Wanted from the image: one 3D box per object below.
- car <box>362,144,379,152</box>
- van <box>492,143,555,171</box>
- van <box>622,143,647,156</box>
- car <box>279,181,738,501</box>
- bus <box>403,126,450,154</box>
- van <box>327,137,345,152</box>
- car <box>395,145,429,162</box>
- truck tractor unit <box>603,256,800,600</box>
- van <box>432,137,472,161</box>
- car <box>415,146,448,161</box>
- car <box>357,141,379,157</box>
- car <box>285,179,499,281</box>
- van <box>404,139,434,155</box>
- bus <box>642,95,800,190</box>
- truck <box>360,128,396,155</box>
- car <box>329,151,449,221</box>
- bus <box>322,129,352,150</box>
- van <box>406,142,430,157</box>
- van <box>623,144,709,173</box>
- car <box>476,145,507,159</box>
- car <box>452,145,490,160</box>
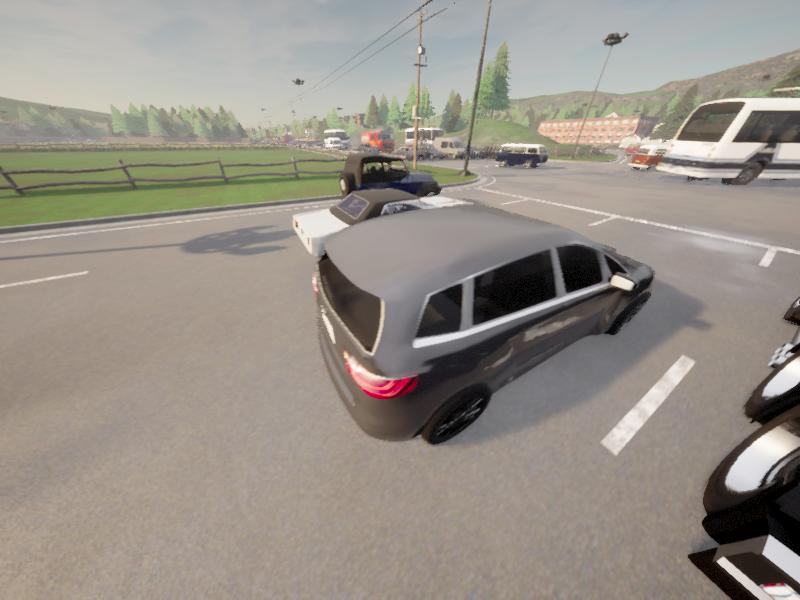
[{"bbox_3d":[-6.728,-34.609,52.460,1.812,1.442,4.674,-18,39,-25],"label":"car"},{"bbox_3d":[11.586,-13.714,22.050,2.069,2.038,4.480,-26,42,-32],"label":"van"},{"bbox_3d":[43.316,-27.949,42.846,1.775,1.987,4.442,17,38,22],"label":"van"},{"bbox_3d":[1.275,-0.315,3.014,4.611,1.667,2.242,-17,38,-23],"label":"car"},{"bbox_3d":[4.996,-32.358,46.868,3.944,4.253,10.273,-18,39,-25],"label":"bus"},{"bbox_3d":[-14.258,-34.513,51.298,1.988,2.561,5.915,-18,39,-25],"label":"van"},{"bbox_3d":[1.436,-18.864,29.688,2.242,1.667,4.611,-18,39,-25],"label":"car"},{"bbox_3d":[5.100,-0.311,0.801,6.516,4.208,3.053,-19,39,-25],"label":"truck tractor unit"},{"bbox_3d":[7.171,-21.512,32.787,1.988,2.561,5.915,-18,39,-25],"label":"van"},{"bbox_3d":[4.169,-20.068,31.595,1.837,1.490,4.892,-18,40,-25],"label":"car"},{"bbox_3d":[-5.469,-25.685,39.232,1.932,1.855,4.605,-18,42,-25],"label":"car"},{"bbox_3d":[-0.039,-2.040,5.810,4.718,1.301,1.895,-18,39,-25],"label":"car"},{"bbox_3d":[3.435,-29.049,43.692,2.351,2.431,6.366,-18,39,-25],"label":"van"},{"bbox_3d":[23.084,-9.548,14.214,10.273,4.253,3.944,2,37,2],"label":"bus"},{"bbox_3d":[-4.155,-29.136,42.527,2.891,3.827,8.468,-18,39,-25],"label":"truck"},{"bbox_3d":[-0.362,-4.500,8.825,3.866,1.878,1.905,-19,39,-25],"label":"car"},{"bbox_3d":[-16.370,-41.365,59.626,3.944,4.253,10.273,-18,39,-25],"label":"bus"},{"bbox_3d":[2.886,-25.460,38.915,1.775,1.987,4.442,-18,39,-25],"label":"van"},{"bbox_3d":[23.777,-12.846,20.909,4.480,2.038,2.069,0,37,0],"label":"van"},{"bbox_3d":[13.815,-22.530,35.127,1.851,1.617,3.988,-18,39,-25],"label":"car"},{"bbox_3d":[10.389,-21.941,34.235,2.152,1.651,5.027,-18,39,-25],"label":"car"}]
